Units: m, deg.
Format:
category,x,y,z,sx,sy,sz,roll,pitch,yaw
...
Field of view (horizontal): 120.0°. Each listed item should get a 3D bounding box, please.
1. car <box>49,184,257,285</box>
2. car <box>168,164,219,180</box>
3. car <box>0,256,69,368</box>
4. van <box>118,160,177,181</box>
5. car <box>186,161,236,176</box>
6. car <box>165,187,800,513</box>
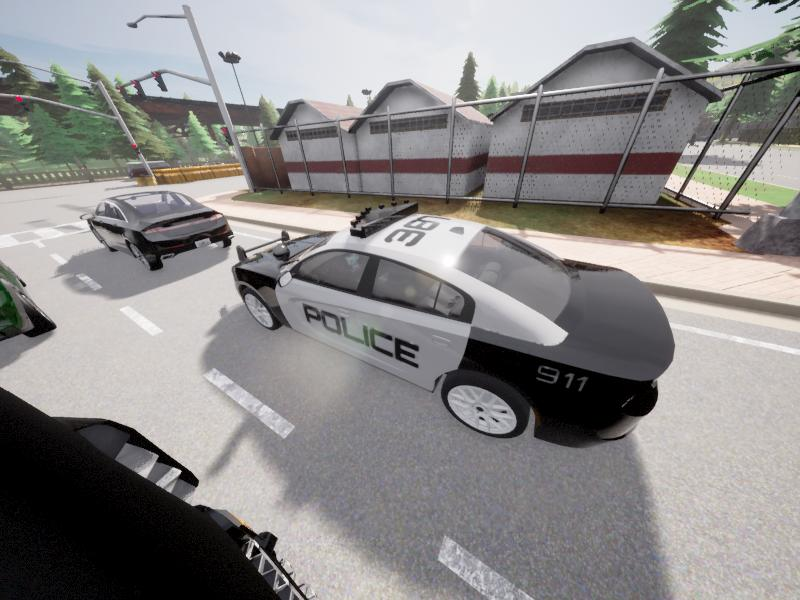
category,x,y,z,sx,sy,sz,roll,pitch,yaw
car,-6.621,-2.079,6.226,4.902,1.511,2.128,16,38,26
car,-25.627,-16.024,28.827,1.994,1.385,4.181,15,37,24
car,-7.427,-0.187,3.182,4.553,1.767,2.097,16,38,26
van,-32.736,-16.892,30.126,1.775,1.987,4.442,15,37,24
car,-26.894,-18.835,33.031,2.128,1.511,4.902,15,37,24
car,-0.239,-0.325,2.972,5.238,1.638,1.930,16,38,26
